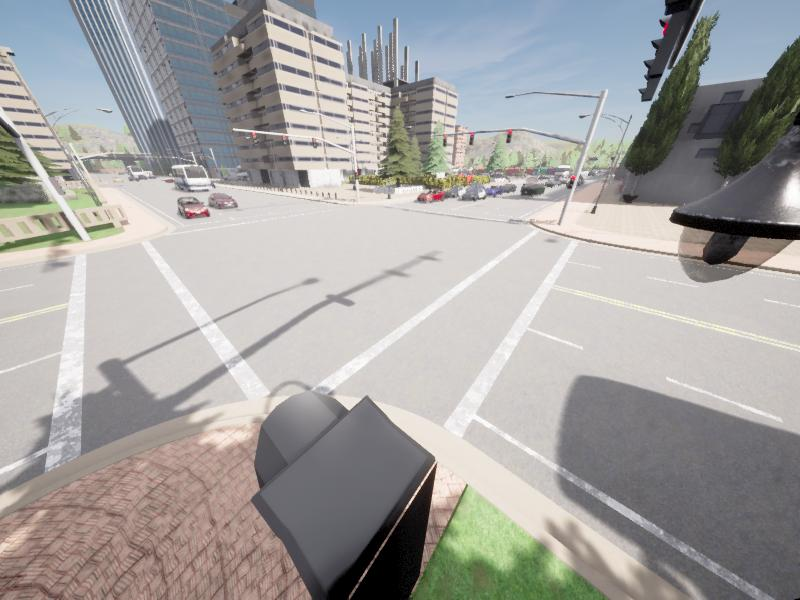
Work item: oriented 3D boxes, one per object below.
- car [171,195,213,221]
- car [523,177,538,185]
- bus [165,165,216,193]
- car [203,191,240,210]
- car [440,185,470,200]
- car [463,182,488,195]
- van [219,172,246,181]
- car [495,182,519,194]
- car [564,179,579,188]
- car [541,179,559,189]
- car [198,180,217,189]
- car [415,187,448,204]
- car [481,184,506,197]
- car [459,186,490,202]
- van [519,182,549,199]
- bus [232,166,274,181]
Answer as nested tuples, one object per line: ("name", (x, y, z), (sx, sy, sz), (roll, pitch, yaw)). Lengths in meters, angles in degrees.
("car", (-19.080, -8.535, 21.181), (3.988, 1.617, 1.851), (24, 38, 36))
("car", (35.081, -32.063, 62.004), (2.242, 1.667, 4.611), (23, 37, 34))
("bus", (-39.050, -22.611, 42.918), (10.273, 4.253, 3.944), (23, 37, 34))
("car", (-20.100, -11.219, 25.995), (4.674, 1.442, 1.812), (23, 37, 34))
("car", (8.260, -16.092, 34.347), (2.038, 1.542, 4.974), (23, 37, 34))
("car", (12.734, -18.797, 38.936), (2.033, 1.649, 4.856), (23, 37, 34))
("van", (-54.541, -40.466, 75.548), (2.351, 2.431, 6.366), (23, 37, 34))
("car", (18.843, -19.664, 40.553), (2.128, 1.511, 4.902), (23, 37, 34))
("car", (37.291, -25.230, 50.136), (1.789, 1.549, 3.705), (23, 37, 34))
("car", (32.062, -24.869, 49.439), (1.930, 1.638, 5.238), (23, 37, 34))
("car", (-40.872, -24.541, 49.037), (4.193, 1.474, 1.816), (23, 37, 34))
("car", (4.201, -13.723, 30.248), (2.007, 1.525, 4.514), (24, 38, 35))
("car", (14.747, -17.231, 36.324), (2.007, 1.525, 4.514), (23, 37, 34))
("car", (10.255, -14.559, 31.692), (2.038, 1.542, 4.974), (23, 37, 34))
("van", (20.155, -16.594, 34.762), (4.442, 1.987, 1.775), (-21, 36, -31))
("bus", (-48.457, -42.037, 76.444), (3.944, 4.253, 10.273), (23, 37, 34))
